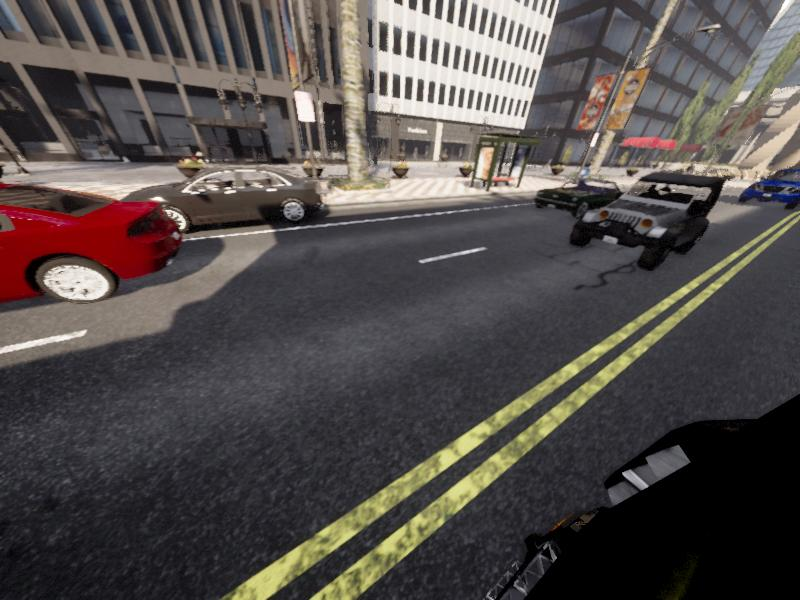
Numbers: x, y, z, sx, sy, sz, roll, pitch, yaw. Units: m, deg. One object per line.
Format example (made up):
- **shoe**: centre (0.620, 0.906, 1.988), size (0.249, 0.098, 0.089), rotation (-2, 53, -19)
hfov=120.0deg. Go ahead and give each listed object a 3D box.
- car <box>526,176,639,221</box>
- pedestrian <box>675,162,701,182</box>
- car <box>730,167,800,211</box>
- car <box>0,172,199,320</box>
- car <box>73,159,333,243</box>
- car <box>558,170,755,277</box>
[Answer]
- **car**: centre (8.267, -4.724, 10.441), size (4.718, 1.301, 1.895), rotation (-16, 38, -26)
- **pedestrian**: centre (32.116, -14.280, 25.763), size (0.751, 1.860, 0.751), rotation (0, 34, -4)
- **car**: centre (24.303, -7.010, 14.456), size (5.566, 2.045, 2.150), rotation (-11, 36, -20)
- **car**: centre (-6.241, -0.705, 3.076), size (5.008, 1.535, 1.882), rotation (-16, 38, -26)
- **car**: centre (-4.811, -3.097, 6.757), size (4.892, 1.521, 2.231), rotation (-16, 38, -26)
- **car**: centre (6.596, -2.245, 6.080), size (3.866, 1.878, 1.905), rotation (-16, 38, -26)
